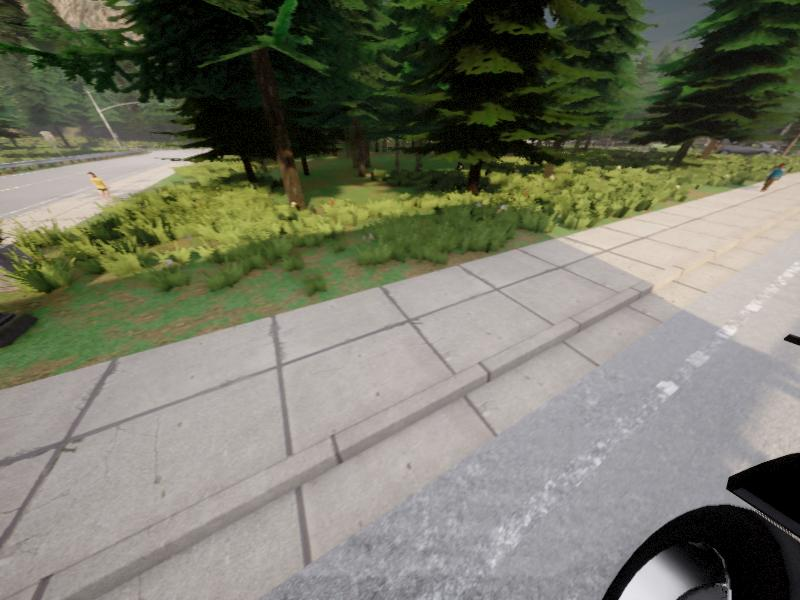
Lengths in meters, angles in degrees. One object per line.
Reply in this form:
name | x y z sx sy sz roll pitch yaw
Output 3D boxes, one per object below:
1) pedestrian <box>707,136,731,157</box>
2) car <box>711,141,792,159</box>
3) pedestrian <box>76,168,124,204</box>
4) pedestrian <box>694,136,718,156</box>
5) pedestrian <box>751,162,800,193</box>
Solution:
pedestrian | 35.067 -16.902 25.387 0.751 1.860 0.751 -27 43 -32
car | 39.113 -16.885 25.927 2.007 1.525 4.514 -14 38 -18
pedestrian | -11.114 -4.231 8.595 0.500 1.100 0.500 -14 38 -18
pedestrian | 34.355 -17.311 25.966 0.751 1.860 0.751 -23 41 -28
pedestrian | 15.840 -5.172 9.768 0.500 1.100 0.500 -10 37 -13
